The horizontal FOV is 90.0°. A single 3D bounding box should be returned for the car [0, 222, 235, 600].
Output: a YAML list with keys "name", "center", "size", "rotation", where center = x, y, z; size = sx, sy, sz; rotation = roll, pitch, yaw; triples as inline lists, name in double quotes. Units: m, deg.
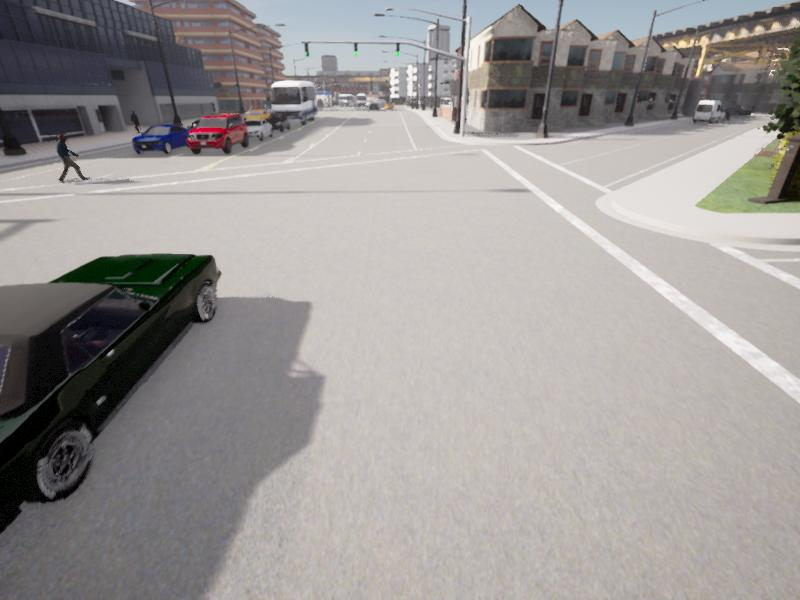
- name: "car"
  center: [-3.712, 0.451, 4.395]
  size: [1.895, 1.301, 4.718]
  rotation: [-1, 27, -1]

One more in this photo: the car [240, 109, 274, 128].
- name: "car"
  center: [-15.203, -19.551, 42.928]
  size: [1.882, 1.535, 5.008]
  rotation: [-1, 28, -1]

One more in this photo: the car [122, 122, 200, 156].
- name: "car"
  center: [-14.750, -10.176, 25.075]
  size: [1.882, 1.535, 5.008]
  rotation: [-1, 27, -1]

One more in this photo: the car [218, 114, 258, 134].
- name: "car"
  center: [-15.043, -16.478, 37.365]
  size: [1.994, 1.385, 4.181]
  rotation: [0, 28, 0]

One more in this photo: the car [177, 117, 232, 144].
- name: "car"
  center: [-14.892, -13.118, 30.853]
  size: [1.837, 1.490, 4.892]
  rotation: [-1, 28, -1]

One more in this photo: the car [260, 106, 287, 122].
- name: "car"
  center: [-15.372, -22.731, 48.898]
  size: [1.812, 1.442, 4.674]
  rotation: [-1, 28, -1]

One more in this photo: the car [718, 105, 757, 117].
- name: "car"
  center: [55.587, -31.188, 66.036]
  size: [1.930, 1.638, 5.238]
  rotation: [-1, 27, -1]

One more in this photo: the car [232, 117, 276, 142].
- name: "car"
  center: [-11.410, -13.535, 31.673]
  size: [1.812, 1.442, 4.674]
  rotation: [-1, 28, -1]

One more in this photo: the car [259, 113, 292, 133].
- name: "car"
  center: [-11.559, -16.610, 37.475]
  size: [1.816, 1.474, 4.193]
  rotation: [-1, 28, -1]

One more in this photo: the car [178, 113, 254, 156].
- name: "car"
  center: [-11.244, -10.463, 25.043]
  size: [2.150, 2.045, 5.566]
  rotation: [-1, 27, -1]

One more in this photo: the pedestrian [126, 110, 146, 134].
- name: "pedestrian"
  center: [-22.260, -15.013, 33.756]
  size: [0.751, 1.860, 0.751]
  rotation: [0, 27, 1]

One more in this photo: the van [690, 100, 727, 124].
- name: "van"
  center: [38.779, -23.629, 50.235]
  size: [5.915, 2.561, 1.988]
  rotation: [-24, 35, -39]

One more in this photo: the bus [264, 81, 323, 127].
- name: "bus"
  center: [-11.667, -22.404, 45.323]
  size: [3.944, 4.253, 10.273]
  rotation: [-1, 29, -1]

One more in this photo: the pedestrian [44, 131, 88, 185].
- name: "pedestrian"
  center: [-12.989, -5.548, 15.610]
  size: [0.751, 1.860, 0.751]
  rotation: [-15, 30, -27]
